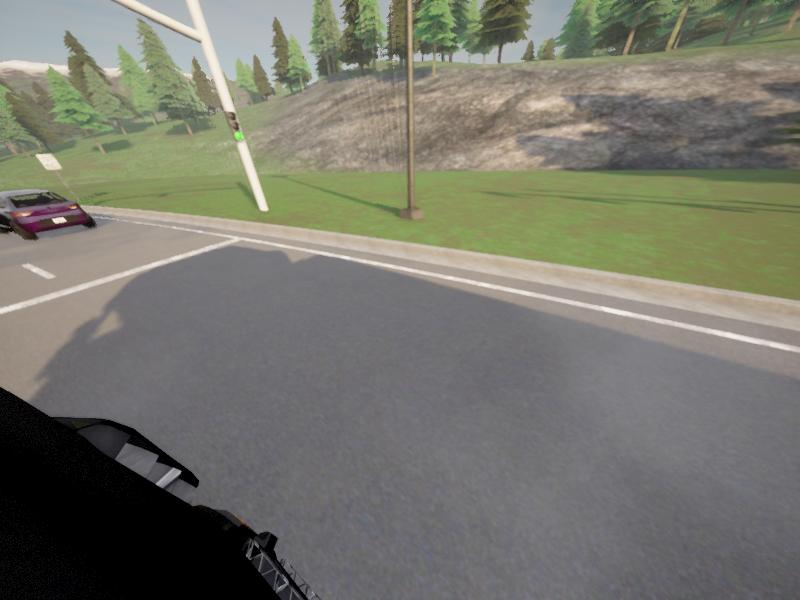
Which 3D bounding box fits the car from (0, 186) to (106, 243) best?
[{"bbox_3d":[-14.037,-3.395,8.830,4.193,1.474,1.816,11,36,20],"label":"car"}]
